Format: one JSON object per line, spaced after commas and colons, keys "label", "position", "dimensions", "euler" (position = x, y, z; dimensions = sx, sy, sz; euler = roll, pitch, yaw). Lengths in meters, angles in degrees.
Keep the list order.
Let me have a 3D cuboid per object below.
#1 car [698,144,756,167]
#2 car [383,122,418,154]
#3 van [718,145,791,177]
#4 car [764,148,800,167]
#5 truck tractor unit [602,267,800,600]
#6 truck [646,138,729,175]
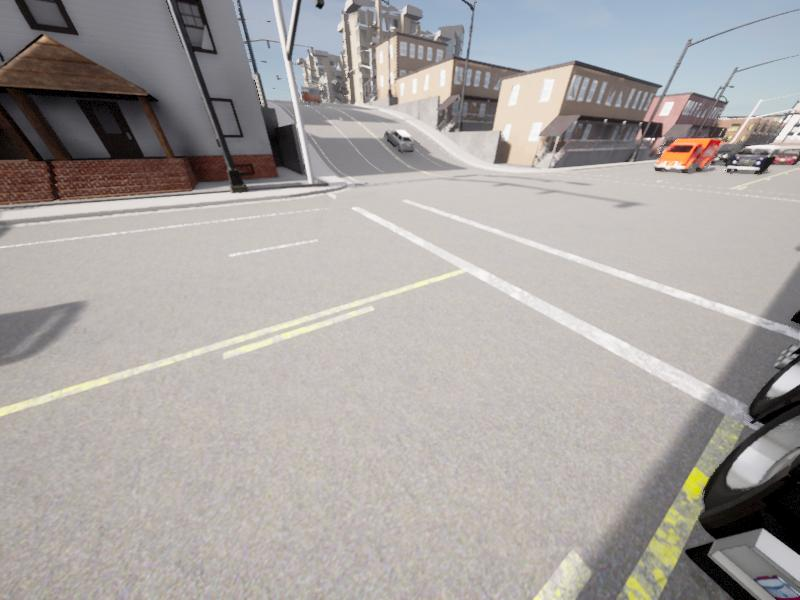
{"label": "car", "position": [36.709, -16.286, 25.948], "dimensions": [5.566, 2.045, 2.150], "euler": [-17, 38, -24]}
{"label": "car", "position": [-0.005, -17.350, 24.787], "dimensions": [1.970, 1.475, 3.806], "euler": [-19, 61, -25]}
{"label": "van", "position": [29.568, -11.702, 19.291], "dimensions": [4.480, 2.038, 2.069], "euler": [-18, 38, -24]}
{"label": "car", "position": [44.498, -16.388, 26.507], "dimensions": [3.988, 1.617, 1.851], "euler": [-18, 39, -24]}
{"label": "truck tractor unit", "position": [5.109, -0.303, 0.774], "dimensions": [6.516, 4.208, 3.053], "euler": [-18, 39, -24]}
{"label": "truck", "position": [25.001, -12.576, 20.174], "dimensions": [5.204, 2.467, 2.627], "euler": [-17, 38, -24]}
